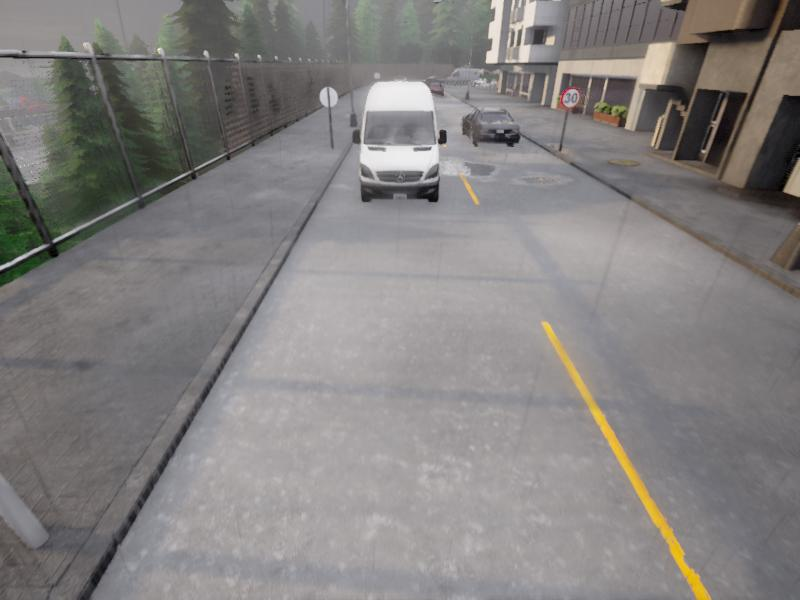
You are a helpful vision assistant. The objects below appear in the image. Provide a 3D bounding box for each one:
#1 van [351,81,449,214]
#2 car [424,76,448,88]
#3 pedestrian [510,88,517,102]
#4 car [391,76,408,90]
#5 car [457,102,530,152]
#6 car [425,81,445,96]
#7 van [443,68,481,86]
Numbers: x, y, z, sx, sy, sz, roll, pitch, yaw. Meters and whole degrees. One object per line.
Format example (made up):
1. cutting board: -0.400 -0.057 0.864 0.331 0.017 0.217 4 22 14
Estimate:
1. van: -0.006 -4.626 11.331 1.988 2.561 5.915 0 30 0
2. car: 5.753 -34.504 63.233 1.837 1.490 4.892 14 33 25
3. pedestrian: 10.483 -18.996 37.012 0.500 1.100 0.500 7 31 11
4. car: 0.005 -31.882 58.637 2.152 1.651 5.027 2 30 4
5. car: 3.998 -7.943 18.110 2.033 1.411 5.357 0 30 0
6. car: 3.991 -24.699 46.659 1.994 1.385 4.181 0 30 0
7. van: 10.617 -38.418 68.862 5.915 2.561 1.988 -4 30 -6
